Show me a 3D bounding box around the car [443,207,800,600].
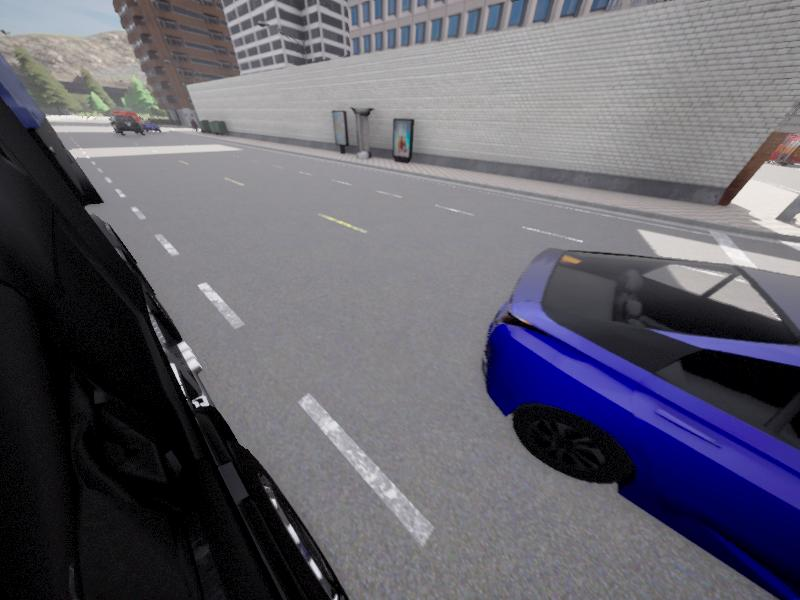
[{"bbox_3d":[2.846,0.899,1.361,4.514,1.525,2.007,27,43,28],"label":"car"}]

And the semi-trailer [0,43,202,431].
[{"bbox_3d":[-8.694,-3.614,4.224,14.254,4.402,2.717,28,44,30],"label":"semi-trailer"}]

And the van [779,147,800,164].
[{"bbox_3d":[63.642,-22.950,36.651,2.069,2.038,4.480,28,44,30],"label":"van"}]

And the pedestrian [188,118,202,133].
[{"bbox_3d":[-31.176,-26.529,35.130,0.751,1.860,0.751,28,44,30],"label":"pedestrian"}]

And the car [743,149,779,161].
[{"bbox_3d":[62.542,-25.222,40.128,2.033,1.411,5.357,28,44,30],"label":"car"}]

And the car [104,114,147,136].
[{"bbox_3d":[-34.573,-22.052,29.094,5.566,2.045,2.150,28,44,30],"label":"car"}]

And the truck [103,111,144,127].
[{"bbox_3d":[-58.057,-38.097,48.599,5.204,2.467,2.627,10,38,10],"label":"truck"}]

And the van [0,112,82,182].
[{"bbox_3d":[-15.708,-6.512,9.627,4.480,2.038,2.069,29,44,31],"label":"van"}]

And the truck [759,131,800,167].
[{"bbox_3d":[54.492,-20.634,31.494,2.891,3.827,8.468,28,44,30],"label":"truck"}]

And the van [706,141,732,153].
[{"bbox_3d":[84.674,-40.792,61.406,2.351,2.431,6.366,28,44,30],"label":"van"}]

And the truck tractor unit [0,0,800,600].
[{"bbox_3d":[-2.645,-0.295,0.351,6.516,4.208,3.053,28,44,30],"label":"truck tractor unit"}]
